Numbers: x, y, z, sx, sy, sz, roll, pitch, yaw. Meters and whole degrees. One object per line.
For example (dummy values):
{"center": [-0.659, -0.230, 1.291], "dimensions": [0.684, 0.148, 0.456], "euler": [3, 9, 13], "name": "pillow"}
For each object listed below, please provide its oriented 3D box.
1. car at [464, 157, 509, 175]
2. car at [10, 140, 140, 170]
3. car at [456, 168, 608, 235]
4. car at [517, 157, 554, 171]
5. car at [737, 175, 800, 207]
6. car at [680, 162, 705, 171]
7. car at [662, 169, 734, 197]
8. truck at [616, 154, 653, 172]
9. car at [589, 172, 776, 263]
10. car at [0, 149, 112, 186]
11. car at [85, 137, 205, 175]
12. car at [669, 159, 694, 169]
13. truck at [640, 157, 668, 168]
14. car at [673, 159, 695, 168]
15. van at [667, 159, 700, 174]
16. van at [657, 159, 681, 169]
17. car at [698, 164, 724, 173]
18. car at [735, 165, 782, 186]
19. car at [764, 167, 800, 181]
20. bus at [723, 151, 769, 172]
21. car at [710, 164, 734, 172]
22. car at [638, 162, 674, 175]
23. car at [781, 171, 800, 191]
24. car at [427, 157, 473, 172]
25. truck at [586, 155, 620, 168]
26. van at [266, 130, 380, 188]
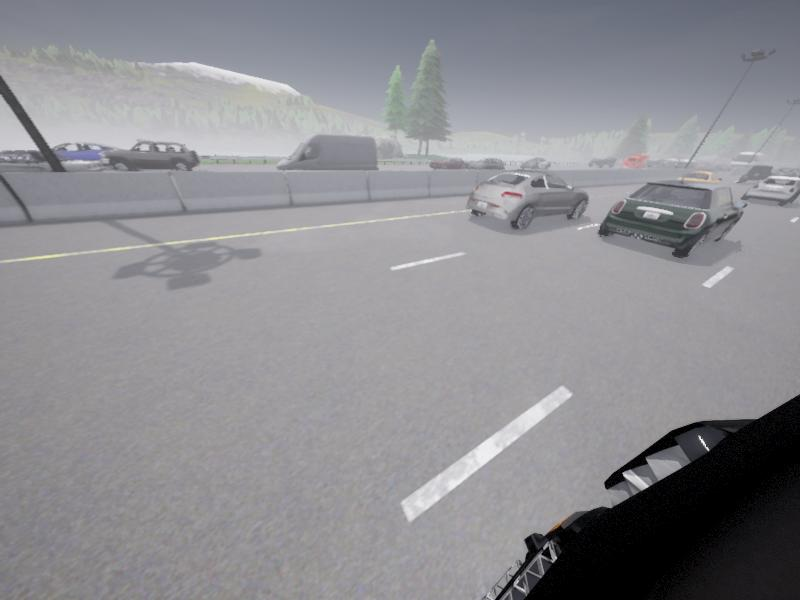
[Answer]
{"center": [9.047, -13.997, 24.142], "dimensions": [4.193, 1.474, 1.816], "euler": [-16, 38, -26], "name": "car"}
{"center": [-21.447, -9.786, 15.657], "dimensions": [4.514, 1.525, 2.007], "euler": [-16, 38, -26], "name": "car"}
{"center": [4.884, -3.895, 8.630], "dimensions": [5.027, 1.651, 2.152], "euler": [-16, 38, -26], "name": "car"}
{"center": [19.270, -19.345, 32.793], "dimensions": [4.974, 1.542, 2.038], "euler": [-18, 39, -27], "name": "car"}
{"center": [24.772, -7.278, 15.215], "dimensions": [3.806, 1.475, 1.970], "euler": [-16, 38, -26], "name": "car"}
{"center": [67.137, -30.660, 53.020], "dimensions": [4.974, 1.542, 2.038], "euler": [-16, 38, -26], "name": "car"}
{"center": [22.445, -8.899, 17.378], "dimensions": [5.366, 1.575, 1.801], "euler": [-16, 38, -26], "name": "car"}
{"center": [40.902, -23.950, 40.347], "dimensions": [5.204, 2.467, 2.627], "euler": [-20, 40, -30], "name": "truck"}
{"center": [8.465, -2.746, 7.010], "dimensions": [4.553, 1.767, 2.097], "euler": [-16, 38, -26], "name": "car"}
{"center": [-17.680, -6.281, 10.895], "dimensions": [4.718, 1.301, 1.895], "euler": [-16, 38, -26], "name": "car"}
{"center": [-15.922, -9.262, 14.953], "dimensions": [4.605, 1.855, 1.932], "euler": [-16, 38, -26], "name": "car"}
{"center": [70.849, -34.148, 58.088], "dimensions": [5.566, 2.045, 2.150], "euler": [-16, 38, -26], "name": "car"}
{"center": [63.677, -34.367, 57.851], "dimensions": [6.274, 2.098, 2.390], "euler": [-16, 38, -26], "name": "truck"}
{"center": [83.116, -39.910, 67.557], "dimensions": [5.566, 2.045, 2.150], "euler": [-16, 38, -26], "name": "car"}
{"center": [50.597, -23.859, 41.280], "dimensions": [4.480, 2.038, 2.069], "euler": [-16, 40, -24], "name": "van"}
{"center": [63.109, -31.933, 54.237], "dimensions": [4.480, 2.038, 2.069], "euler": [-16, 38, -26], "name": "van"}
{"center": [66.586, -28.198, 49.436], "dimensions": [4.902, 1.511, 2.128], "euler": [-16, 38, -26], "name": "car"}
{"center": [41.649, -14.519, 26.845], "dimensions": [3.866, 1.878, 1.905], "euler": [-16, 38, -26], "name": "car"}
{"center": [59.240, -19.459, 35.662], "dimensions": [4.611, 1.667, 2.242], "euler": [-16, 38, -26], "name": "car"}
{"center": [90.901, -36.243, 60.632], "dimensions": [10.273, 4.253, 3.944], "euler": [-16, 38, -26], "name": "bus"}
{"center": [74.349, -30.405, 53.311], "dimensions": [5.357, 1.411, 2.033], "euler": [-16, 38, -26], "name": "car"}
{"center": [40.350, -20.722, 36.361], "dimensions": [4.902, 1.511, 2.128], "euler": [-16, 38, -26], "name": "car"}
{"center": [40.689, -11.884, 23.099], "dimensions": [3.988, 1.617, 1.851], "euler": [-16, 38, -26], "name": "car"}
{"center": [5.612, -15.187, 25.838], "dimensions": [4.718, 1.301, 1.895], "euler": [-16, 38, -26], "name": "car"}
{"center": [40.794, -27.823, 46.464], "dimensions": [6.274, 2.098, 2.390], "euler": [-16, 38, -26], "name": "truck"}
{"center": [-4.287, -8.380, 13.859], "dimensions": [5.915, 2.561, 1.988], "euler": [-16, 38, -26], "name": "van"}
